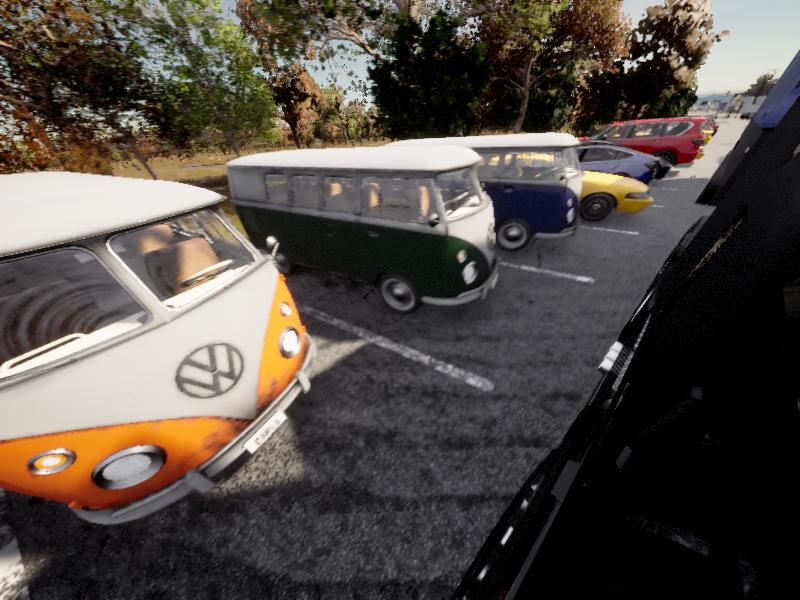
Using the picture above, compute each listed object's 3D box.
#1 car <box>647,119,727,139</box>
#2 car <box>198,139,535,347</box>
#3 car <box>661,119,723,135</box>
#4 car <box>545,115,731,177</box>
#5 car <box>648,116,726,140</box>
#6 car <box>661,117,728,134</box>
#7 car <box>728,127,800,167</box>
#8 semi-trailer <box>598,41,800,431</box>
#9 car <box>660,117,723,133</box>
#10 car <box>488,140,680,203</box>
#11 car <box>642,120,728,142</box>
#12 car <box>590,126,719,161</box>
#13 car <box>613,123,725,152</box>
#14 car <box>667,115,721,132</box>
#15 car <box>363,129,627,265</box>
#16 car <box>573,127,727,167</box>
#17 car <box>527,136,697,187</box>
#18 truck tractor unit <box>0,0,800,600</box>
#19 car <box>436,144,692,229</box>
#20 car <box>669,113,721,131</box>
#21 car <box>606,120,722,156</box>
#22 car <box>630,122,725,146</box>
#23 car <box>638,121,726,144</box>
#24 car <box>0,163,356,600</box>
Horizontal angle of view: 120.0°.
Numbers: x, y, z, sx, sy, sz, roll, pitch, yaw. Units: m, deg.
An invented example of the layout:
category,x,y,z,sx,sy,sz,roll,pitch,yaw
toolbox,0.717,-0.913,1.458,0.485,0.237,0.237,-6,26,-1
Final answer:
category,x,y,z,sx,sy,sz,roll,pitch,yaw
car,32.699,-19.717,26.632,5.366,1.575,1.946,15,40,23
car,-0.646,-1.310,3.791,4.442,1.987,1.878,17,40,25
car,39.306,-23.501,31.335,4.674,1.452,2.002,14,40,23
car,10.608,-7.452,11.237,5.566,2.045,2.435,17,41,25
car,30.664,-18.510,24.942,4.553,1.767,2.185,15,40,24
car,41.592,-24.801,32.850,5.366,1.575,1.946,14,39,22
car,19.423,-8.150,12.154,4.181,1.385,1.994,-29,44,-30
semi-trailer,8.683,-3.616,4.242,14.254,4.402,2.717,-28,44,-30
car,43.366,-26.188,34.600,5.366,1.575,1.946,14,40,22
car,6.069,-4.791,8.441,4.792,1.488,2.163,17,41,25
car,28.518,-17.131,23.444,5.008,1.535,2.097,15,40,24
car,15.177,-9.683,14.346,4.892,1.521,2.231,17,41,25
car,19.671,-12.141,17.341,5.008,1.535,2.097,16,41,25
car,45.655,-27.554,36.069,4.553,1.767,2.185,13,40,22
car,1.632,-2.529,5.273,4.442,1.987,1.878,17,40,25
car,13.076,-8.421,12.783,5.366,1.575,1.946,17,40,25
car,8.399,-5.997,9.902,4.792,1.488,2.163,17,40,25
truck tractor unit,2.645,-0.295,0.351,6.516,4.208,3.053,-28,44,-30
car,3.980,-3.546,6.853,5.366,1.575,1.946,17,41,25
car,47.811,-28.942,37.618,4.442,1.987,1.878,13,39,22
car,17.444,-11.006,15.756,4.553,1.767,2.185,16,41,25
car,24.083,-14.608,20.405,4.792,1.488,2.163,16,41,24
car,26.352,-15.847,21.916,4.792,1.488,2.163,16,40,24
car,-2.923,-0.092,2.309,4.442,1.987,1.878,17,41,25
